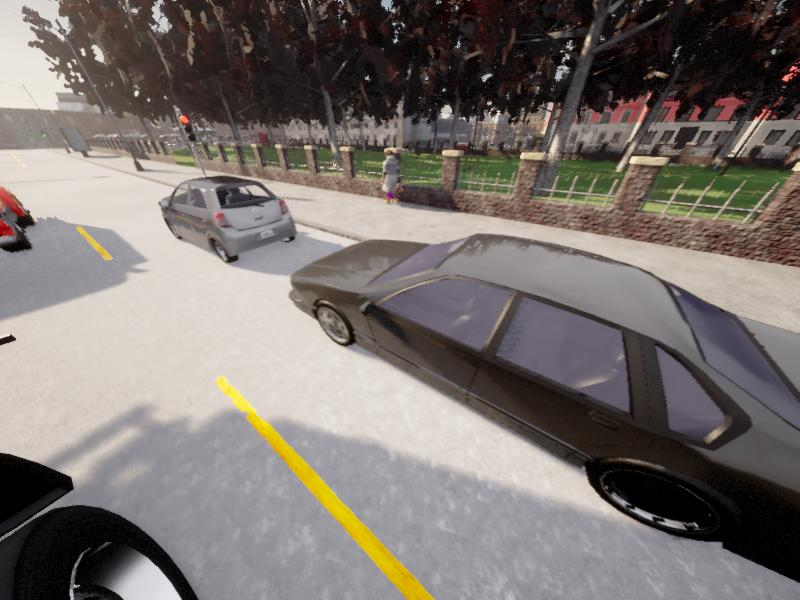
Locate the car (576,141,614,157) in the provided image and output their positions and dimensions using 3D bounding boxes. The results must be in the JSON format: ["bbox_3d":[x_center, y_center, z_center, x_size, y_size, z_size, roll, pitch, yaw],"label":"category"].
[{"bbox_3d":[29.613,-23.051,35.216,3.866,1.878,1.905,22,41,28],"label":"car"}]

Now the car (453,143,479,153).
[{"bbox_3d":[11.838,-27.310,41.482,3.806,1.475,1.970,22,41,28],"label":"car"}]

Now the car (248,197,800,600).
[{"bbox_3d":[1.046,0.149,2.501,5.357,1.411,2.033,22,40,27],"label":"car"}]

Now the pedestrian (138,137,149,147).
[{"bbox_3d":[-58.348,-35.914,52.576,0.751,1.860,0.751,22,41,28],"label":"pedestrian"}]

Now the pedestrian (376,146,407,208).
[{"bbox_3d":[-0.296,-4.421,8.348,0.751,1.860,0.751,22,41,28],"label":"pedestrian"}]

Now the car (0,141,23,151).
[{"bbox_3d":[-75.043,-28.994,43.497,3.633,1.501,1.845,-5,36,-8],"label":"car"}]

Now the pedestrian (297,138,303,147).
[{"bbox_3d":[-25.946,-40.818,59.801,0.751,1.860,0.751,-26,43,-32],"label":"pedestrian"}]

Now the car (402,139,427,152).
[{"bbox_3d":[2.896,-31.128,46.459,4.605,1.855,1.932,25,42,26],"label":"car"}]

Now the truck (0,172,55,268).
[{"bbox_3d":[-10.728,-2.273,4.914,5.204,2.467,2.627,23,41,29],"label":"truck"}]

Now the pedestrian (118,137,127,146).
[{"bbox_3d":[-70.447,-40.246,58.644,0.751,1.860,0.751,28,44,33],"label":"pedestrian"}]

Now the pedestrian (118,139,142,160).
[{"bbox_3d":[-28.592,-15.952,24.493,0.751,1.860,0.751,22,41,28],"label":"pedestrian"}]

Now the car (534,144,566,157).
[{"bbox_3d":[22.826,-22.868,35.197,3.705,1.549,1.789,22,41,28],"label":"car"}]

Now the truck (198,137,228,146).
[{"bbox_3d":[-55.485,-47.081,68.681,2.390,2.098,6.274,22,41,28],"label":"truck"}]

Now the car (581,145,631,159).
[{"bbox_3d":[28.338,-20.598,32.069,4.892,1.490,1.837,22,40,27],"label":"car"}]

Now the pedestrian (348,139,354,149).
[{"bbox_3d":[-10.447,-33.279,49.223,0.751,1.860,0.751,22,41,28],"label":"pedestrian"}]

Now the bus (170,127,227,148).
[{"bbox_3d":[-54.796,-44.547,63.391,3.944,4.253,10.273,22,41,28],"label":"bus"}]

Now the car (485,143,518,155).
[{"bbox_3d":[16.936,-25.256,38.563,4.514,1.525,2.007,22,41,28],"label":"car"}]

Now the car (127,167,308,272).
[{"bbox_3d":[-4.384,-2.198,5.672,3.633,1.501,1.845,21,40,27],"label":"car"}]

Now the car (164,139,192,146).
[{"bbox_3d":[-60.482,-42.840,62.906,1.882,1.535,5.008,22,41,28],"label":"car"}]

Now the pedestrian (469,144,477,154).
[{"bbox_3d":[11.577,-24.067,36.807,0.751,1.300,0.751,22,41,28],"label":"pedestrian"}]
